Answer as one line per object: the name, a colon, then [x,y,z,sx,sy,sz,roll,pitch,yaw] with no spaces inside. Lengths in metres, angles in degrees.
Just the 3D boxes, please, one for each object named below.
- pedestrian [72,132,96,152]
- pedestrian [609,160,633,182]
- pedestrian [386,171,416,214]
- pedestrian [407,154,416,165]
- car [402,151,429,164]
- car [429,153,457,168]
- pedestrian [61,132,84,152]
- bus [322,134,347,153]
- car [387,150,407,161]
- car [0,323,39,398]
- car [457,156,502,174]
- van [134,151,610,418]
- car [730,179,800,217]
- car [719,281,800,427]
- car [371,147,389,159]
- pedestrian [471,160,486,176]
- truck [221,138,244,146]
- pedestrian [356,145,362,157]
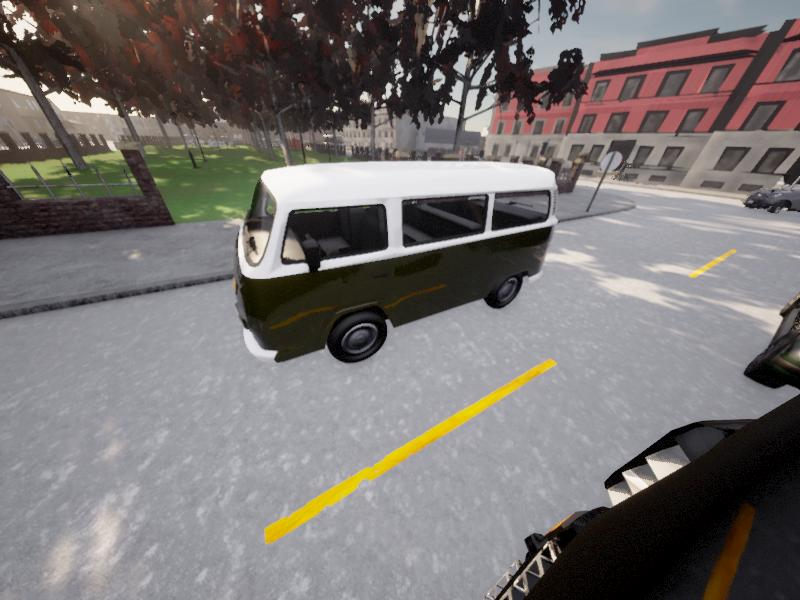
pedestrian: [-37.250,-18.627,27.249,0.751,1.860,0.751,-15,38,-25]
pedestrian: [21.418,-12.516,22.423,0.751,1.860,0.751,-16,38,-26]
pedestrian: [-0.003,-3.907,8.394,0.751,1.300,0.751,-15,38,-25]
pedestrian: [1.488,-18.633,30.643,0.751,1.300,0.751,-16,38,-26]
car: [2.415,-23.083,37.430,2.007,1.525,4.514,-16,38,-25]
car: [5.962,-19.509,32.296,1.789,1.549,3.705,-16,38,-25]
pedestrian: [-37.436,-18.086,26.421,0.751,1.860,0.751,-26,43,-36]
bus: [-19.654,-46.687,68.813,3.944,4.253,10.273,-16,38,-26]
car: [-0.656,-26.165,41.880,1.970,1.475,3.806,-15,38,-25]
car: [-5.210,0.918,0.778,3.633,1.501,1.845,-16,38,-25]
car: [9.278,-16.126,27.512,1.837,1.490,4.892,-16,38,-26]
van: [0.200,-0.802,3.305,4.480,2.038,2.069,-16,38,-25]
car: [20.955,-5.278,12.035,3.633,1.501,1.845,12,34,15]
car: [5.964,0.308,2.457,3.988,1.617,1.851,-16,38,-26]
car: [-4.087,-29.812,46.744,1.932,1.855,4.605,-16,38,-25]
pedestrian: [7.476,-12.578,21.987,0.751,1.300,0.751,-17,38,-27]
truck: [-60.313,-57.095,83.380,6.274,2.098,2.390,-16,38,-25]
pedestrian: [-7.807,-28.282,43.953,0.751,1.860,0.751,-16,38,-26]
